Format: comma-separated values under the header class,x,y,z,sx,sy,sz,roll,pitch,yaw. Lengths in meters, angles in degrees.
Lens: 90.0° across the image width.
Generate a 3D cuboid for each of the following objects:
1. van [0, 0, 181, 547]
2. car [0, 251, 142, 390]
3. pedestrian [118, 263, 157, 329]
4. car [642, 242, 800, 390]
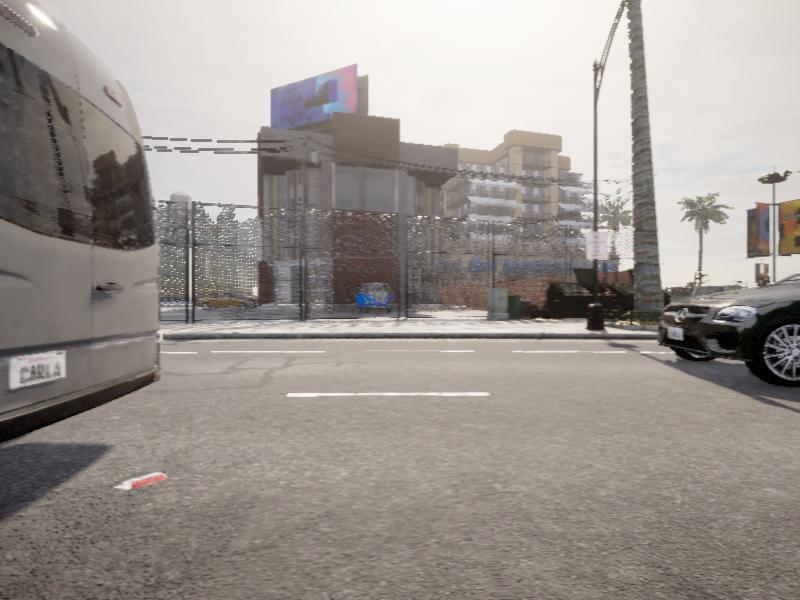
class,x,y,z,sx,sy,sz,roll,pitch,yaw
van,-4.610,-0.280,1.952,5.915,2.561,1.988,0,0,-5
car,-6.271,0.225,5.164,4.514,1.525,2.007,0,0,-8
pedestrian,-7.644,-0.123,11.678,0.751,1.860,0.751,0,0,-12
car,6.356,0.177,5.232,5.027,1.651,2.152,0,0,9
